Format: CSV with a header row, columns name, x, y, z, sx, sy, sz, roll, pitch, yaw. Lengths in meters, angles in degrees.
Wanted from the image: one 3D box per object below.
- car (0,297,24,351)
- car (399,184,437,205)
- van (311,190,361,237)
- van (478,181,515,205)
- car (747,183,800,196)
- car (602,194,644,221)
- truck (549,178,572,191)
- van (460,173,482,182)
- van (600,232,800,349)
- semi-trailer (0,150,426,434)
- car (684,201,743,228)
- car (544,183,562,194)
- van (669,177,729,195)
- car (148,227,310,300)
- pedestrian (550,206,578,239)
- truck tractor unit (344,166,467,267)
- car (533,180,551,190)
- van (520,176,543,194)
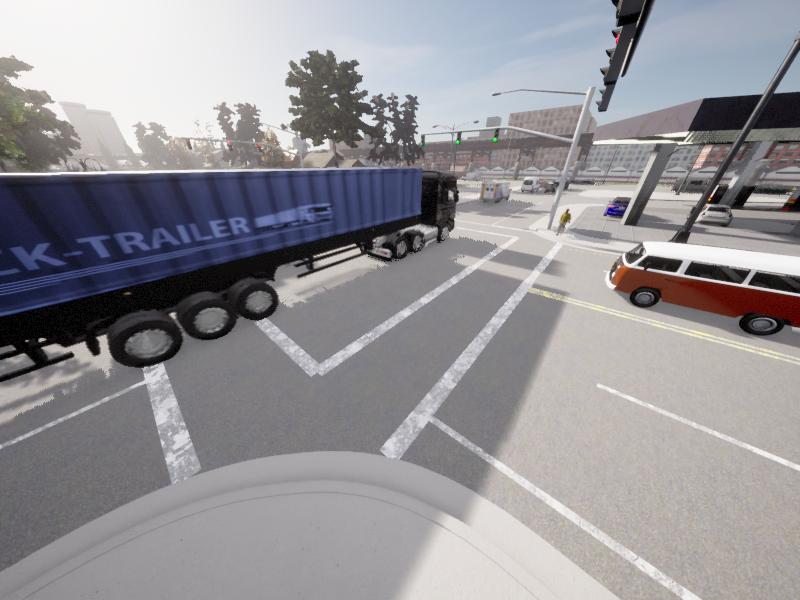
name,x,y,z,sx,sy,sz,roll,pitch,yaw
car,-12.769,1.259,4.585,1.930,1.638,5.238,22,37,33
car,2.479,-14.378,31.262,2.150,2.045,5.566,23,37,34
van,-4.688,-7.075,18.232,2.351,2.431,6.366,-2,30,-3
van,13.287,-14.793,31.601,2.351,2.431,6.366,22,37,34
car,63.514,-18.768,39.117,4.553,1.767,2.097,23,37,34
car,21.088,-8.924,21.955,2.242,1.667,4.611,23,37,34
truck,33.066,-23.815,47.556,2.390,2.098,6.274,23,37,34
van,23.338,-40.392,75.929,6.366,2.431,2.351,23,37,34
van,9.670,-0.596,7.398,4.480,2.038,2.069,21,36,32
semi-trailer,-4.406,-2.239,7.866,2.717,4.402,14.254,23,37,34
car,25.999,-7.245,19.370,1.970,1.475,3.806,23,37,34
car,28.418,-20.796,42.893,1.845,1.501,3.633,23,37,34
van,53.909,-20.832,41.949,5.915,2.561,1.988,23,37,34
car,-7.196,-1.981,10.444,2.033,1.411,5.357,22,37,34
pedestrian,10.500,-4.988,14.833,0.751,1.860,0.751,-22,37,-34
truck tractor unit,0.644,-5.202,13.190,3.053,4.208,6.516,23,37,33
car,30.877,-25.063,50.196,2.152,1.651,5.027,22,37,34
van,24.914,-21.856,43.723,1.988,2.561,5.915,22,37,34
